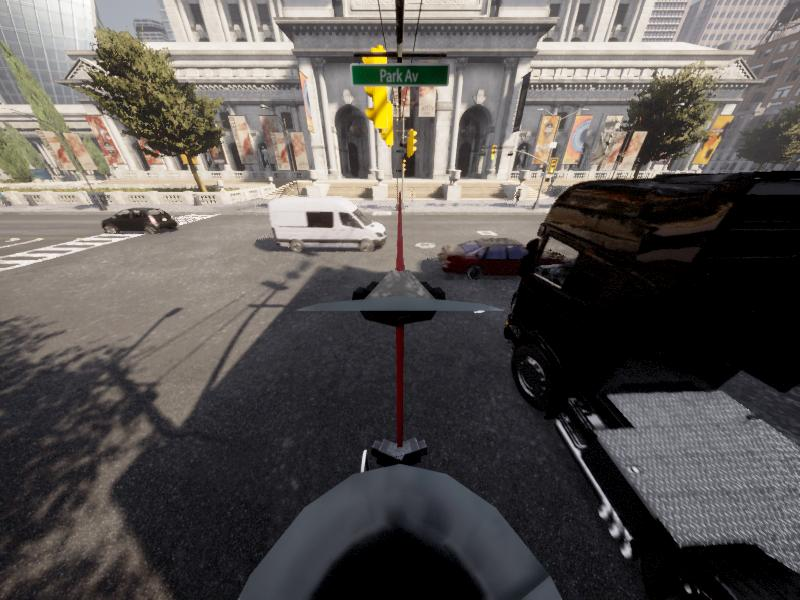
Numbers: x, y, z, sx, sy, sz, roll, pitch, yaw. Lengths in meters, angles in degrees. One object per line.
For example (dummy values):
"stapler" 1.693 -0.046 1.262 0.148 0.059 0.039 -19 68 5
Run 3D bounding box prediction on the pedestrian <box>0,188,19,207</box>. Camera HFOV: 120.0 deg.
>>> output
"pedestrian" -42.869 -11.064 24.956 0.751 1.860 0.751 4 30 7

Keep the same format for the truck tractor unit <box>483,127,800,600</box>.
"truck tractor unit" 3.753 1.037 2.026 3.053 4.208 6.516 -1 30 -2

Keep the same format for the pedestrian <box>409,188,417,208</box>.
"pedestrian" 1.342 -10.863 24.607 0.751 1.860 0.751 0 30 0

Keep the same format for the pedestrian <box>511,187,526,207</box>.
"pedestrian" 13.023 -11.364 25.476 0.751 1.860 0.751 -4 30 -7

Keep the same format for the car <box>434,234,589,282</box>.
"car" 4.315 -1.837 9.793 5.357 1.411 2.033 0 30 0

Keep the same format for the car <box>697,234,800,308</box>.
"car" 13.684 -1.296 8.775 4.193 1.474 1.816 -17 34 -27

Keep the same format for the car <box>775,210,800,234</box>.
"car" 29.592 -5.249 15.728 4.181 1.385 1.994 0 30 0

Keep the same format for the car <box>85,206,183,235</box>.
"car" -18.094 -5.509 15.940 3.988 1.617 1.851 0 30 0

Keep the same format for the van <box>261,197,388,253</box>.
"van" -3.727 -4.109 12.584 5.915 2.561 1.988 0 30 0
